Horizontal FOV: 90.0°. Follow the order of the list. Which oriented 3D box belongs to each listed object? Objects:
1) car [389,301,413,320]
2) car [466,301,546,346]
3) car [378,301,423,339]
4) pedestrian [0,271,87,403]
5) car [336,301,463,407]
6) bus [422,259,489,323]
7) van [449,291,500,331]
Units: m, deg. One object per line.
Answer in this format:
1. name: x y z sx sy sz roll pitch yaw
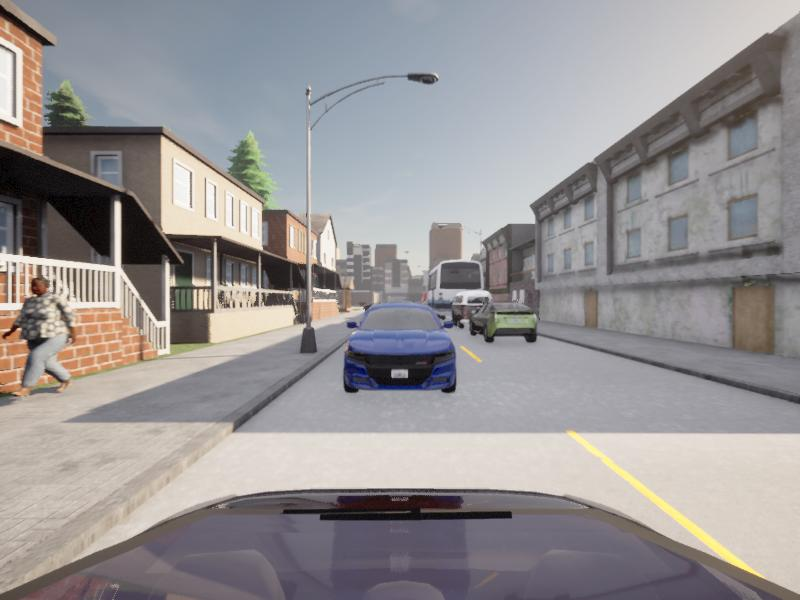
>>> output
1. car: 0.086 0.803 33.587 1.816 1.474 4.193 0 0 0
2. car: 4.019 0.803 15.984 2.007 1.525 4.514 0 0 0
3. car: 0.036 0.814 18.706 1.837 1.490 4.892 0 0 0
4. pedestrian: -5.376 0.514 6.019 0.751 1.860 0.751 0 0 2
5. car: 0.005 0.809 8.446 1.882 1.535 5.008 0 0 0
6. bus: 3.958 -0.583 31.780 3.944 4.253 10.273 0 0 0
7. van: 4.051 0.536 22.667 2.069 2.038 4.480 0 0 0
